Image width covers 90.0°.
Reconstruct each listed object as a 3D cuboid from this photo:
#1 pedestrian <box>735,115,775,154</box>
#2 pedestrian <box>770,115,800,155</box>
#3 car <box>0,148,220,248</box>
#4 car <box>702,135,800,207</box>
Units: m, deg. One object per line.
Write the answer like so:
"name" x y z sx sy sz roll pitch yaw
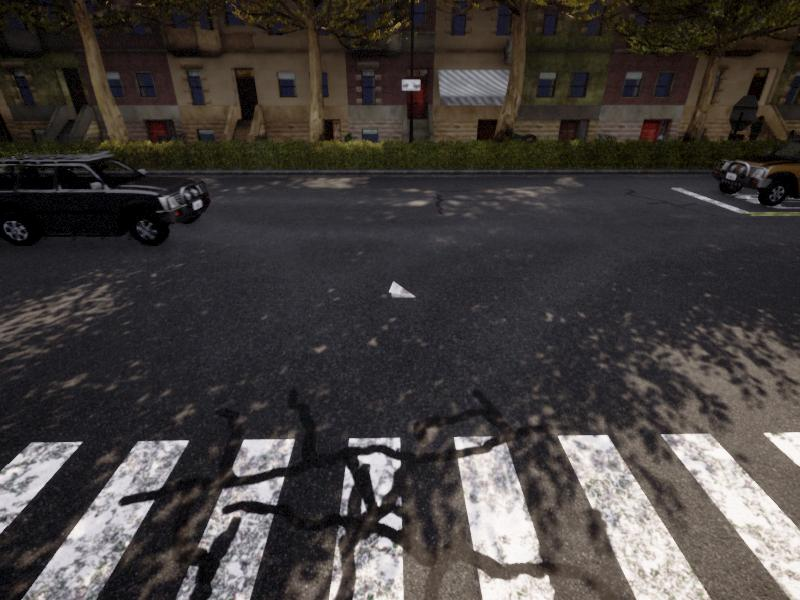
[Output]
"pedestrian" 19.001 -8.875 21.452 0.751 1.860 0.751 -2 27 -3
"pedestrian" 20.526 -8.643 20.998 0.751 1.860 0.751 -4 27 -7
"car" -7.044 -2.419 9.282 4.605 1.855 1.932 0 27 0
"car" 12.676 -4.066 12.462 4.605 1.855 1.932 0 27 -1
